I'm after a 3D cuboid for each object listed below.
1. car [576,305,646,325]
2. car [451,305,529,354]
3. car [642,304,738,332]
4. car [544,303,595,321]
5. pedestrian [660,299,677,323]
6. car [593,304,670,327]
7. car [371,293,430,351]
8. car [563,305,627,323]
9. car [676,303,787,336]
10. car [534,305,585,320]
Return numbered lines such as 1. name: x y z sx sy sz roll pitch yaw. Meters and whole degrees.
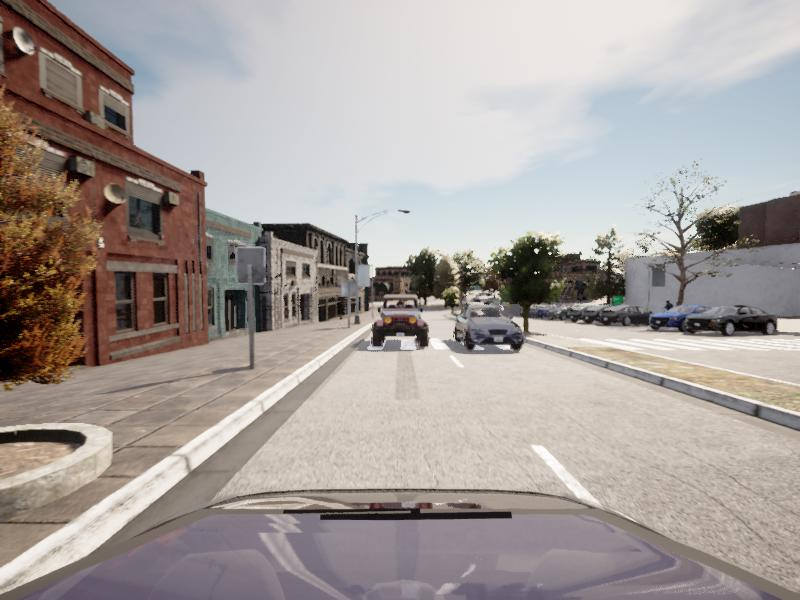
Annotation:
1. car: 17.069 1.191 32.351 4.892 1.521 2.231 1 -1 -18
2. car: 3.009 0.923 14.278 1.816 1.474 4.193 0 -1 0
3. car: 16.983 1.035 23.480 5.008 1.535 2.097 1 -1 -20
4. car: 17.441 1.236 41.212 4.553 1.767 2.185 1 -1 -17
5. pedestrian: 21.175 0.845 31.538 0.751 1.860 0.751 -1 3 -20
6. car: 17.012 1.137 29.392 4.892 1.521 2.231 1 -1 -19
7. car: 0.014 0.720 14.931 1.905 1.878 3.866 0 -1 0
8. car: 17.152 1.246 35.305 4.892 1.521 2.231 1 -1 -18
9. car: 16.978 0.989 20.518 5.008 1.535 2.097 1 -1 -20
10. car: 17.567 1.420 44.150 5.008 1.535 2.097 1 -1 -16
